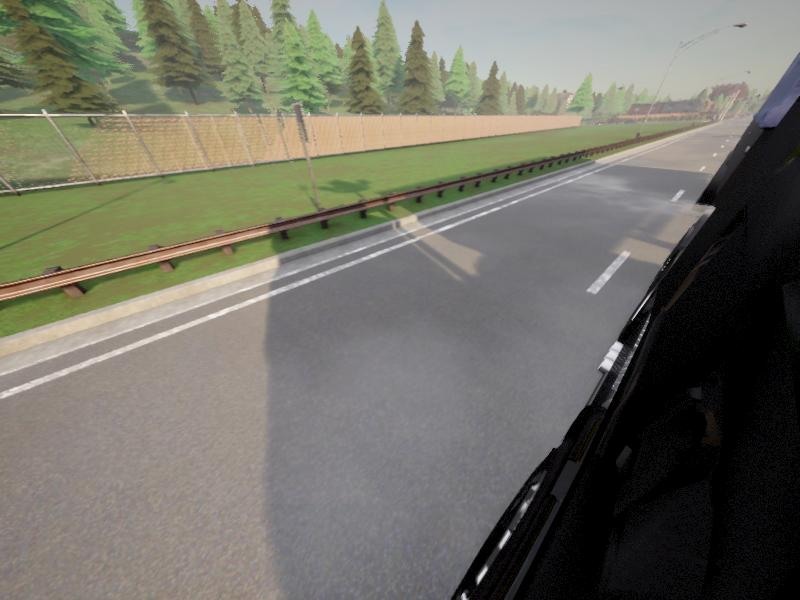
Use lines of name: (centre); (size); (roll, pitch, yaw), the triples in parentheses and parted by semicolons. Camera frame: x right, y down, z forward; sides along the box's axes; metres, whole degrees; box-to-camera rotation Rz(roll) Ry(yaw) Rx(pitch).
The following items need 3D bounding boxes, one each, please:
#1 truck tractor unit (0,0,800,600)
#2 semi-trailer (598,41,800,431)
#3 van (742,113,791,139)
truck tractor unit: (2.645, -0.295, 0.352); (6.516, 4.208, 3.053); (-28, 44, -30)
semi-trailer: (8.695, -3.596, 4.246); (14.254, 4.402, 2.717); (-28, 44, -30)
van: (37.053, -17.693, 23.457); (4.442, 1.987, 1.775); (-28, 44, -30)
